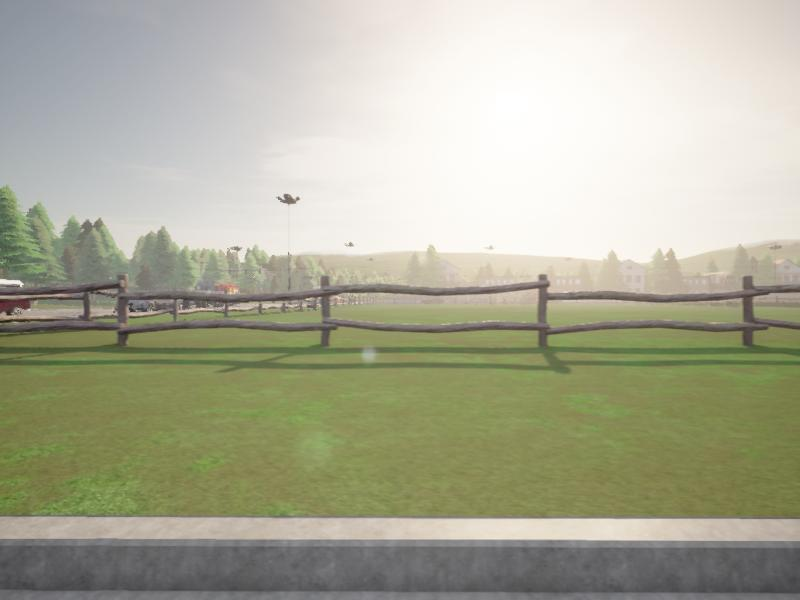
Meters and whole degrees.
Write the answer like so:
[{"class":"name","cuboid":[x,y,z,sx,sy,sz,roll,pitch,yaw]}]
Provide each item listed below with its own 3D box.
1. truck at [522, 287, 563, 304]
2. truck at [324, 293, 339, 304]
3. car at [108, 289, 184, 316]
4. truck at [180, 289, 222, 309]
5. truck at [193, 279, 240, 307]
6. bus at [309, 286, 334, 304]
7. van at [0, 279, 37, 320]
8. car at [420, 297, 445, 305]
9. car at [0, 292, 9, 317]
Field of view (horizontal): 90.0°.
[{"class":"truck","cuboid":[32.546,-0.923,91.739,8.468,3.827,2.891,0,0,1]},{"class":"truck","cuboid":[-15.984,-0.246,93.564,2.627,2.467,5.204,0,0,1]},{"class":"car","cuboid":[-17.097,0.154,27.278,2.242,1.667,4.611,0,0,1]},{"class":"truck","cuboid":[-22.457,-0.059,45.472,2.390,2.098,6.274,0,0,-8]},{"class":"truck","cuboid":[-27.051,-0.922,59.517,2.891,3.827,8.468,0,0,1]},{"class":"bus","cuboid":[-19.278,-1.140,98.641,3.944,4.253,10.273,0,0,1]},{"class":"van","cuboid":[-20.730,-0.032,19.448,2.069,2.038,4.480,0,0,1]},{"class":"car","cuboid":[7.174,0.172,88.489,5.238,1.638,1.930,0,0,1]},{"class":"car","cuboid":[-24.193,0.252,21.726,1.816,1.474,4.193,0,0,1]}]
